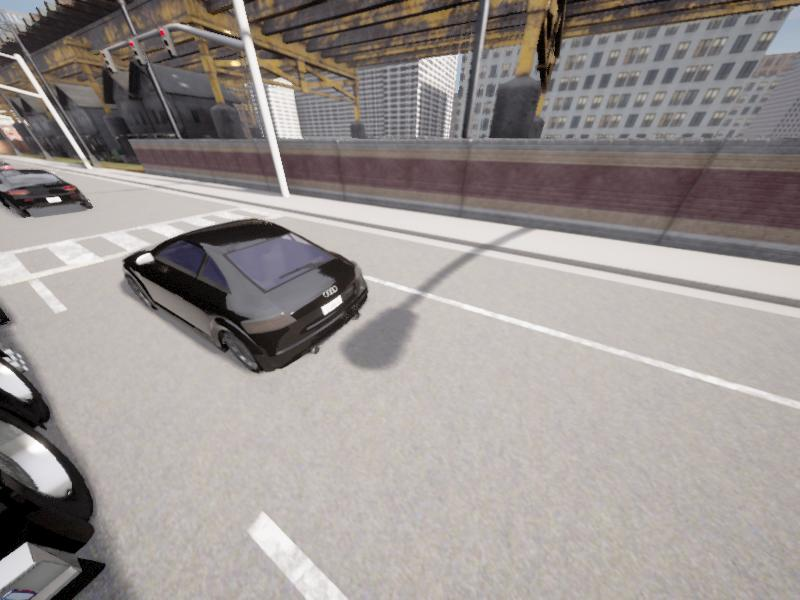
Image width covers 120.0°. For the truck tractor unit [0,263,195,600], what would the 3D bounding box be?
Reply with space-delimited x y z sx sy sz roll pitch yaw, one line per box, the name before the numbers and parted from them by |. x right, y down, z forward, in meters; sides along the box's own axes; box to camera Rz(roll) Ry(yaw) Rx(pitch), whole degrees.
truck tractor unit | -5.095 -0.316 0.810 6.516 4.208 3.053 18 38 24

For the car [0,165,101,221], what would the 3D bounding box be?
car | -14.748 -4.471 9.353 4.674 1.442 1.812 18 38 24

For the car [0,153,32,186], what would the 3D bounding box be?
car | -26.816 -8.453 14.906 4.611 1.667 2.242 18 38 24

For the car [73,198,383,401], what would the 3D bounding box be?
car | -2.598 -0.528 3.721 4.181 1.385 1.994 18 38 24
